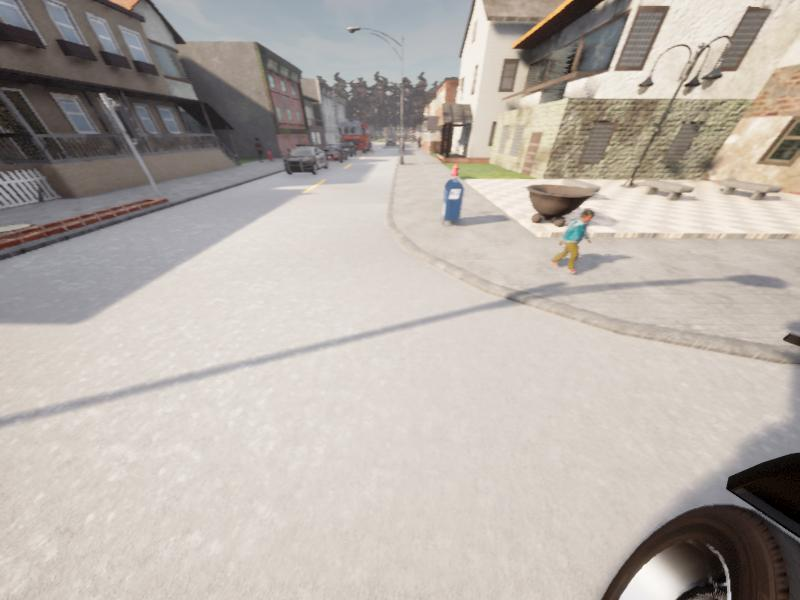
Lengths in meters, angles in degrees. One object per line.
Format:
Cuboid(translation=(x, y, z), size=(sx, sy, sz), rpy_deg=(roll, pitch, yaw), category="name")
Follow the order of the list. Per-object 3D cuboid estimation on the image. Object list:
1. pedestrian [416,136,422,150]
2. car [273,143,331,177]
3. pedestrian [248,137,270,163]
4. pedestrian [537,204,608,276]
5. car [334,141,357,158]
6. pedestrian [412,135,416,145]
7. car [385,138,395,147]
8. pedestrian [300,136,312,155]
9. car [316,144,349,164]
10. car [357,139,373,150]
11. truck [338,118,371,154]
Cuboid(translation=(2.997, -24.742, 36.428), size=(0.751, 1.860, 0.751), rpy_deg=(0, 36, 0), category="pedestrian")
Cuboid(translation=(-6.520, -9.877, 16.118), size=(1.930, 1.638, 5.238), rpy_deg=(0, 36, -1), category="car")
Cuboid(translation=(-12.004, -12.795, 19.730), size=(0.751, 1.860, 0.751), rpy_deg=(3, 36, 4), category="pedestrian")
Cuboid(translation=(3.065, -1.086, 4.191), size=(0.500, 1.100, 0.500), rpy_deg=(-15, 38, -20), category="pedestrian")
Cuboid(translation=(-6.324, -17.757, 27.145), size=(1.789, 1.549, 3.705), rpy_deg=(0, 36, 0), category="car")
Cuboid(translation=(3.157, -36.450, 52.699), size=(0.751, 1.860, 0.751), rpy_deg=(1, 36, 1), category="pedestrian")
Cuboid(translation=(-2.107, -34.152, 49.974), size=(2.038, 1.542, 4.974), rpy_deg=(0, 36, 0), category="car")
Cuboid(translation=(-11.446, -18.852, 28.151), size=(0.751, 1.860, 0.751), rpy_deg=(1, 36, 1), category="pedestrian")
Cuboid(translation=(-6.387, -14.185, 22.338), size=(1.994, 1.385, 4.181), rpy_deg=(0, 36, 0), category="car")
Cuboid(translation=(-6.190, -27.807, 41.174), size=(2.163, 1.488, 4.792), rpy_deg=(0, 36, 0), category="car")
Cuboid(translation=(-6.257, -23.663, 33.407), size=(2.891, 3.827, 8.468), rpy_deg=(0, 36, 0), category="truck")
